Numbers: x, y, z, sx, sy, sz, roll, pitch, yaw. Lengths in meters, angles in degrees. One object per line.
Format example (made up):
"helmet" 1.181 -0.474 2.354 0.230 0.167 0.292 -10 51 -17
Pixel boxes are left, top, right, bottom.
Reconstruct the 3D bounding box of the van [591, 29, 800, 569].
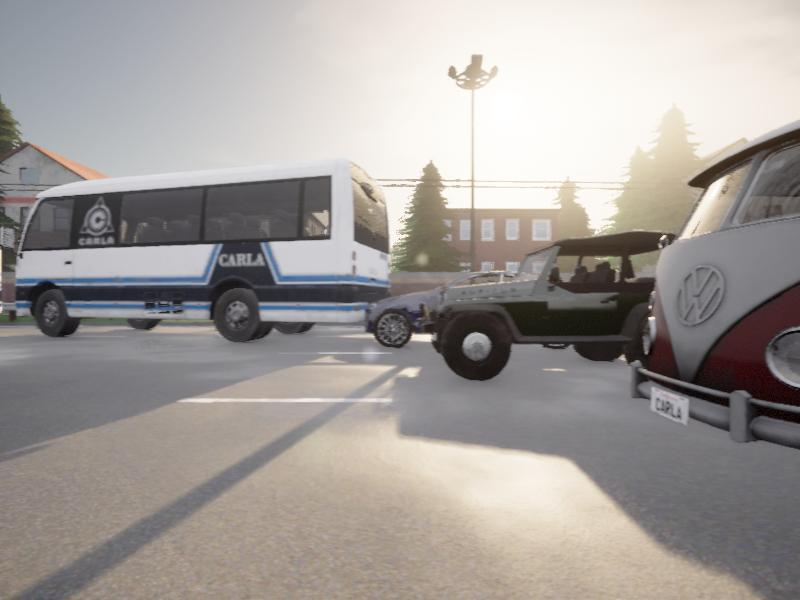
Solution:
"van" 3.693 -0.002 2.200 4.442 1.987 1.775 0 0 0

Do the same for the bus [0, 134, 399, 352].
"bus" -5.497 -1.135 10.991 10.273 4.253 3.944 0 0 15

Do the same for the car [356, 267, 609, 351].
"car" 1.689 0.182 9.125 5.027 1.651 2.152 0 0 4

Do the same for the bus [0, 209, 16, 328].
"bus" -19.214 -1.121 12.321 10.273 4.253 3.944 0 1 -8

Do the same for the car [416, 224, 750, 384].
"car" 2.211 0.044 5.701 3.866 1.878 1.905 0 0 0
